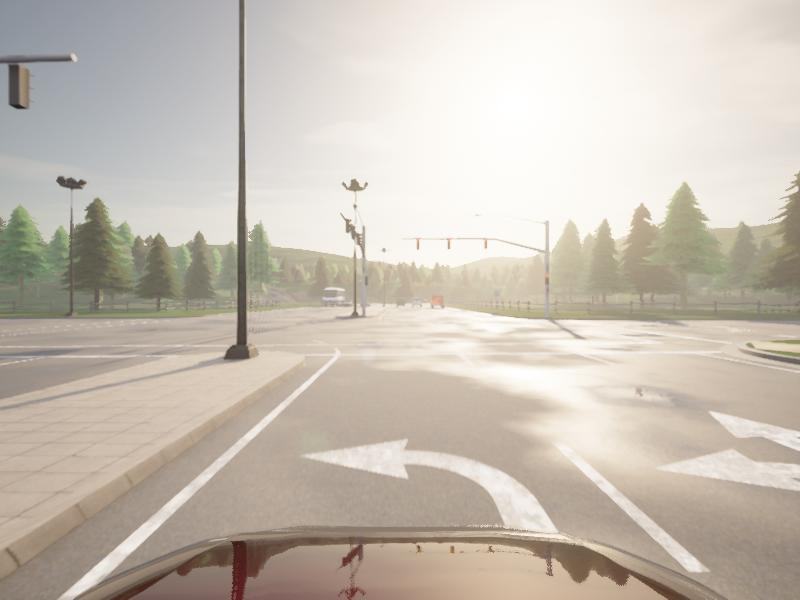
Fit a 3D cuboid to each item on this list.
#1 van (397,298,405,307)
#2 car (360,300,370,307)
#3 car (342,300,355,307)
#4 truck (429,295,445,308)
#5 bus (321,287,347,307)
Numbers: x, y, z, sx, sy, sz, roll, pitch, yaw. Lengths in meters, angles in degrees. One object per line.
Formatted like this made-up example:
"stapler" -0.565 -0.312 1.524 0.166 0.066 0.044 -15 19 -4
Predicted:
"van" 0.249 0.510 87.481 1.775 1.987 4.442 0 0 1
"car" -7.717 0.751 88.873 1.837 1.490 4.892 0 0 1
"car" -11.261 0.800 87.320 2.033 1.411 5.357 0 0 1
"truck" 7.024 0.279 76.362 2.627 2.467 5.204 0 0 1
"bus" -14.582 -0.628 89.491 3.944 4.253 10.273 0 0 1
